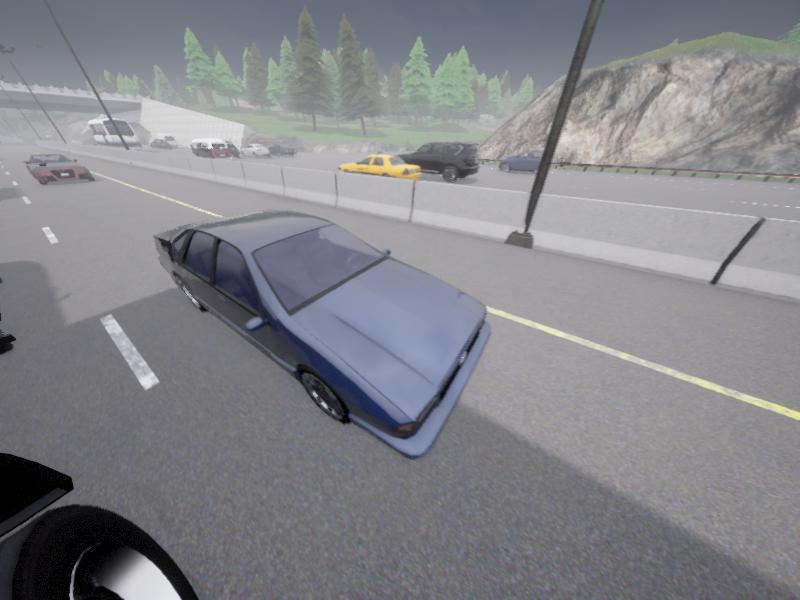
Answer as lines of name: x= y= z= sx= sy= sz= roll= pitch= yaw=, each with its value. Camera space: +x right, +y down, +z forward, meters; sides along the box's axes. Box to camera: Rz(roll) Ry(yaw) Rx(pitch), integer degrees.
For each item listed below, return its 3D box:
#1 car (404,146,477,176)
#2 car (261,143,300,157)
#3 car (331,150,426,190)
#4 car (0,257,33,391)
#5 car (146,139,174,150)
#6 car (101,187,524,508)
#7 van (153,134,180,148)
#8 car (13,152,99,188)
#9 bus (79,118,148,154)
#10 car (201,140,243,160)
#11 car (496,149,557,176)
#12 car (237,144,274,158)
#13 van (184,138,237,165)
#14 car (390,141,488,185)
car: x=2.980 y=-10.868 z=17.947 sx=5.027 sy=1.651 sz=2.152 roll=22 pitch=40 yaw=27
car: x=-16.799 y=-21.045 z=32.391 sx=5.357 sy=1.411 sz=2.033 roll=22 pitch=40 yaw=27
car: x=-1.336 y=-7.685 z=13.426 sx=5.366 sy=1.575 sz=1.801 roll=22 pitch=40 yaw=27
car: x=-6.779 y=-0.110 z=2.589 sx=4.856 sy=1.649 sz=2.033 roll=22 pitch=40 yaw=27
car: x=-47.750 y=-30.970 z=45.935 sx=4.611 sy=1.667 sz=2.242 roll=22 pitch=40 yaw=27
car: x=-1.564 y=-0.384 z=3.230 sx=5.357 sy=1.411 sz=2.033 roll=22 pitch=40 yaw=27
van: x=-52.303 y=-35.572 z=51.664 sx=5.915 sy=2.561 sz=1.988 roll=21 pitch=40 yaw=27
car: x=-19.654 y=-7.535 z=13.223 sx=4.181 sy=1.385 sz=1.994 roll=22 pitch=40 yaw=27
bus: x=-46.387 y=-26.527 z=37.411 sx=10.273 sy=4.253 sz=3.944 roll=22 pitch=40 yaw=27
car: x=-21.598 y=-18.267 z=27.985 sx=4.605 sy=1.855 sz=1.932 roll=22 pitch=40 yaw=27
car: x=9.645 y=-10.632 z=17.754 sx=3.633 sy=1.501 sz=1.845 roll=22 pitch=40 yaw=27
car: x=-18.778 y=-19.409 z=30.009 sx=4.674 sy=1.442 sz=1.812 roll=21 pitch=40 yaw=27
van: x=-18.735 y=-14.763 z=22.900 sx=4.480 sy=2.038 sz=2.069 roll=22 pitch=40 yaw=27
car: x=2.281 y=-8.882 z=14.754 sx=5.566 sy=2.045 sz=2.150 roll=22 pitch=40 yaw=27
